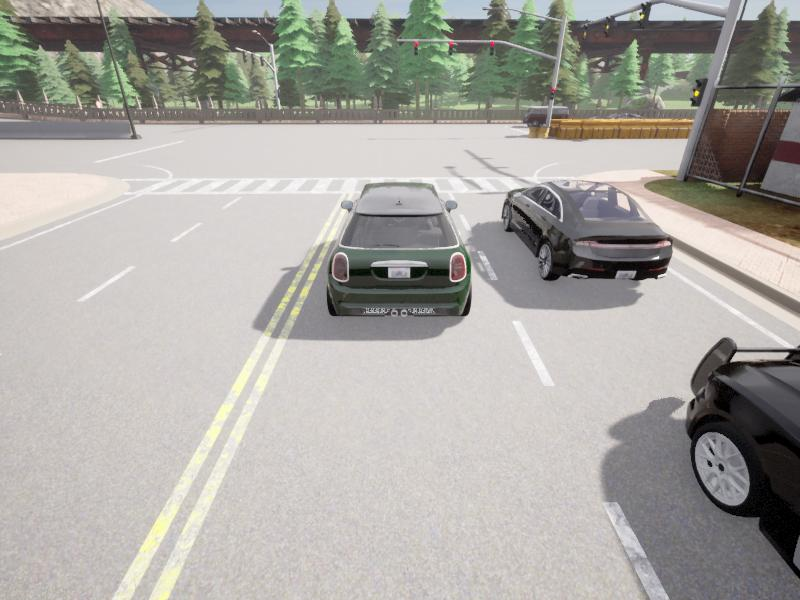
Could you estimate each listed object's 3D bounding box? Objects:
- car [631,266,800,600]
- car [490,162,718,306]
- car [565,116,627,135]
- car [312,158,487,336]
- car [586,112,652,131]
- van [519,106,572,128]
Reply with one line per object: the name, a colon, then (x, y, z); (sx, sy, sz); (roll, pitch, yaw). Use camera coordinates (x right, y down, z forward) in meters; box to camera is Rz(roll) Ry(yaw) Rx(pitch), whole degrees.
car: (3.501, 1.618, 1.671); (1.930, 1.638, 5.238); (0, 27, 0)
car: (3.489, -1.693, 8.262); (2.128, 1.511, 4.902); (0, 27, 0)
car: (16.946, -15.221, 34.764); (4.181, 1.385, 1.994); (-1, 27, -2)
car: (-0.013, -1.317, 7.219); (2.097, 1.767, 4.553); (0, 27, 0)
car: (20.690, -16.941, 37.958); (4.902, 1.511, 2.128); (-1, 27, -2)
van: (14.744, -18.662, 40.789); (4.442, 1.987, 1.775); (-1, 27, -2)
